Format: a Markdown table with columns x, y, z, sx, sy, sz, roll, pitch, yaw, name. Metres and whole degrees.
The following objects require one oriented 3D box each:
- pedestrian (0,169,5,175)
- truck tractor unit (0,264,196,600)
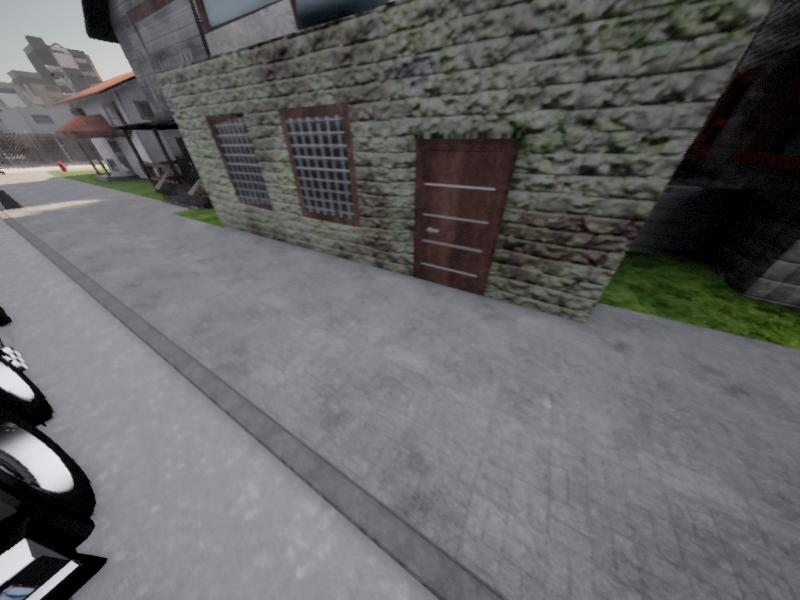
| x | y | z | sx | sy | sz | roll | pitch | yaw | name |
| --- | --- | --- | --- | --- | --- | --- | --- | --- | --- |
| -32.904 | -10.927 | 18.281 | 0.751 | 1.860 | 0.751 | 14 | 37 | 20 | pedestrian |
| -5.114 | -0.295 | 0.795 | 6.516 | 4.208 | 3.053 | 18 | 39 | 24 | truck tractor unit |
